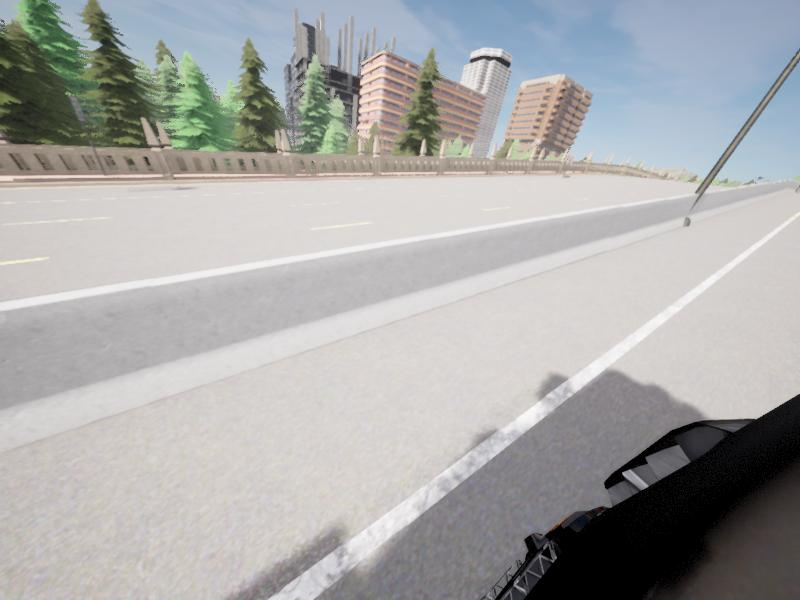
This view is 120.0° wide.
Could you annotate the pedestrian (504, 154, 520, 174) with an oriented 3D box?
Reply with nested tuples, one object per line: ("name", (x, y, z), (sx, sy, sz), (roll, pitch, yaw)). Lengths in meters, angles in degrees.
("pedestrian", (12.980, -15.832, 26.828), (0.751, 1.860, 0.751), (-9, 35, -30))
